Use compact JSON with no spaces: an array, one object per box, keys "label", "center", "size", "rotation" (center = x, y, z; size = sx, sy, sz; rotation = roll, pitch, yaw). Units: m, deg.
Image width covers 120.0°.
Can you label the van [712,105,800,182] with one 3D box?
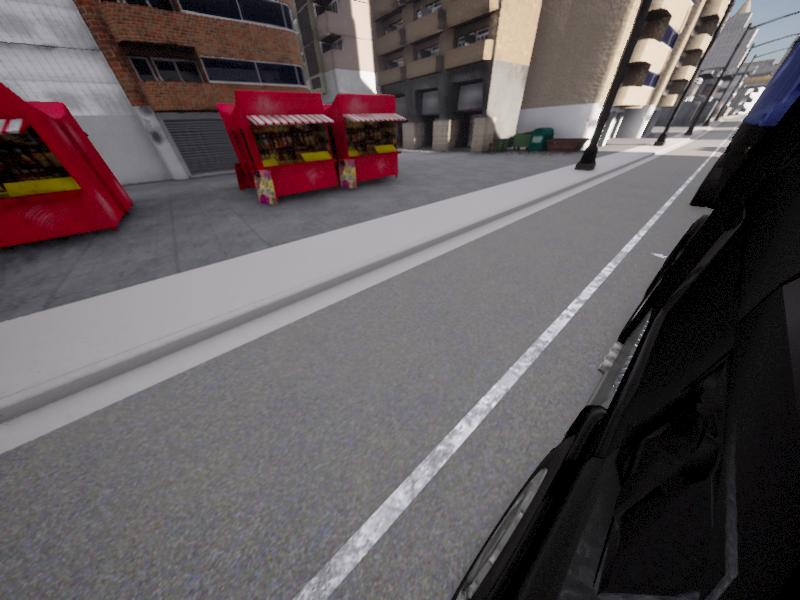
[{"label":"van","center":[17.382,-7.379,10.691],"size":[6.366,2.431,2.351],"rotation":[-28,43,-31]}]

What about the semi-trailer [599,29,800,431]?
[{"label":"semi-trailer","center":[8.642,-3.604,4.336],"size":[14.254,4.402,2.717],"rotation":[-28,44,-31]}]

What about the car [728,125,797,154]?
[{"label":"car","center":[27.034,-12.093,17.368],"size":[4.902,1.511,2.128],"rotation":[-28,43,-30]}]

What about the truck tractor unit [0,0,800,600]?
[{"label":"truck tractor unit","center":[2.645,-0.295,0.351],"size":[6.516,4.208,3.053],"rotation":[-28,44,-30]}]
